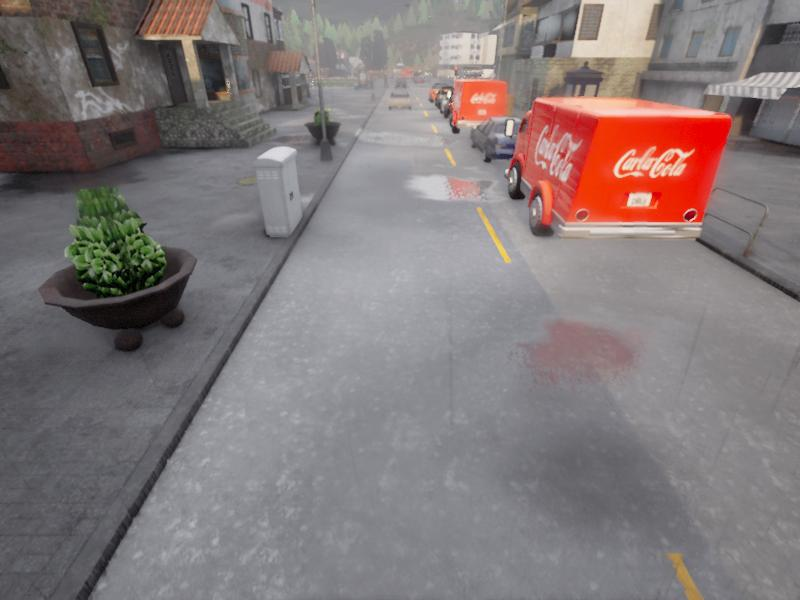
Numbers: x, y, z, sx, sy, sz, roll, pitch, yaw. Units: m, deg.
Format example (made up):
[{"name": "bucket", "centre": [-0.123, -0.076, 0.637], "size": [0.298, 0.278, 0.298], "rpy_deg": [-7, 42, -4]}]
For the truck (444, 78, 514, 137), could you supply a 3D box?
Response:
[{"name": "truck", "centre": [4.001, -10.464, 21.541], "size": [2.627, 2.467, 5.204], "rpy_deg": [0, 30, 0]}]

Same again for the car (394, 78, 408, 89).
[{"name": "car", "centre": [0.100, -35.671, 65.867], "size": [2.033, 1.411, 5.357], "rpy_deg": [-1, 30, -2]}]

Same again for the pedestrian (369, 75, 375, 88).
[{"name": "pedestrian", "centre": [-4.506, -34.962, 63.931], "size": [0.751, 1.860, 0.751], "rpy_deg": [-7, 31, -12]}]

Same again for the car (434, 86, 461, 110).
[{"name": "car", "centre": [4.003, -17.369, 34.251], "size": [1.851, 1.617, 3.988], "rpy_deg": [0, 30, 0]}]

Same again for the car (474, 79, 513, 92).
[{"name": "car", "centre": [13.081, -30.132, 56.265], "size": [4.892, 1.490, 1.837], "rpy_deg": [1, 31, 1]}]

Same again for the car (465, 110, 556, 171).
[{"name": "car", "centre": [4.001, -6.356, 15.566], "size": [2.033, 1.411, 5.357], "rpy_deg": [0, 30, 0]}]

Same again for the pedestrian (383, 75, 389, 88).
[{"name": "pedestrian", "centre": [-2.234, -34.924, 63.866], "size": [0.751, 1.860, 0.751], "rpy_deg": [9, 31, 15]}]

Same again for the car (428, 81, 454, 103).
[{"name": "car", "centre": [3.999, -20.762, 39.888], "size": [2.097, 1.767, 4.553], "rpy_deg": [0, 30, 0]}]

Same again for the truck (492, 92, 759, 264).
[{"name": "truck", "centre": [3.999, -3.023, 8.778], "size": [2.627, 2.467, 5.204], "rpy_deg": [0, 30, 0]}]

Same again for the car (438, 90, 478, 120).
[{"name": "car", "centre": [4.002, -13.938, 28.440], "size": [2.038, 1.542, 4.974], "rpy_deg": [0, 30, 0]}]

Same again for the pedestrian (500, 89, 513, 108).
[{"name": "pedestrian", "centre": [8.805, -16.674, 33.109], "size": [0.751, 1.300, 0.751], "rpy_deg": [0, 30, 0]}]

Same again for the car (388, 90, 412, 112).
[{"name": "car", "centre": [0.001, -16.497, 33.063], "size": [1.895, 1.301, 4.718], "rpy_deg": [0, 30, 0]}]

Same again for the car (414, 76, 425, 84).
[{"name": "car", "centre": [4.020, -45.864, 83.383], "size": [1.994, 1.385, 4.181], "rpy_deg": [-1, 30, -1]}]
